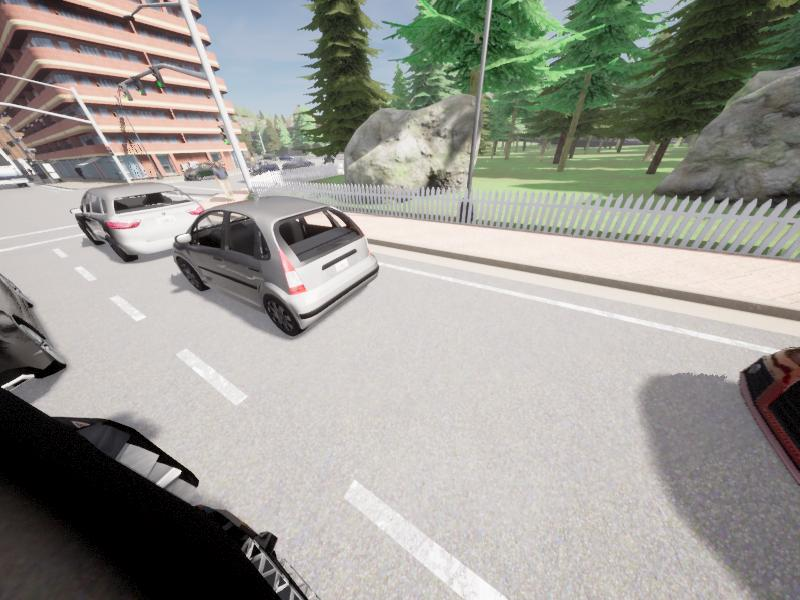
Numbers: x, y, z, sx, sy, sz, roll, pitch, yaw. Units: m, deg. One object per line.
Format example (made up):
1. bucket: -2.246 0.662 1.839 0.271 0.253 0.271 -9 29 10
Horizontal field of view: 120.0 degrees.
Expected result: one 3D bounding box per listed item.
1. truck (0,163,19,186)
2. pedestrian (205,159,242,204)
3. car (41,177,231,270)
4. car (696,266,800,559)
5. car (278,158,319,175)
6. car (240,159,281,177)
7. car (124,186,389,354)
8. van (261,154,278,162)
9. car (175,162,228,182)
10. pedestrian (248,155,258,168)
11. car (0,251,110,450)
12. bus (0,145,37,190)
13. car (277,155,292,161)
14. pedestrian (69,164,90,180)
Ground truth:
1. truck: -60.299 -18.906 33.627 8.468 3.827 2.891 16 38 27
2. pedestrian: -8.727 -5.881 11.479 0.751 1.860 0.751 -26 40 -30
3. car: -7.775 -2.549 6.878 4.611 1.667 2.242 17 38 27
4. car: 4.519 1.216 0.530 4.181 1.385 1.994 17 38 27
5. car: -12.445 -16.750 28.774 2.033 1.411 5.357 3 34 9
6. car: -16.446 -15.761 27.522 1.970 1.475 3.806 4 34 10
7. car: -2.422 -0.930 4.082 3.988 1.617 1.851 16 38 27
8. van: -38.802 -42.173 68.566 4.442 1.987 1.775 17 38 27
9. car: -21.094 -13.764 24.797 1.789 1.549 3.705 8 36 16
10. pedestrian: -24.169 -22.792 38.041 0.751 1.860 0.751 -13 35 -14
11. car: -6.015 0.307 2.586 4.902 1.511 2.128 16 38 27
12. bus: -49.466 -15.802 27.736 10.273 4.253 3.944 16 38 27
13. car: -35.182 -43.145 70.204 4.193 1.474 1.816 17 38 27
14. pedestrian: -44.133 -17.564 31.817 0.751 1.860 0.751 16 38 26
